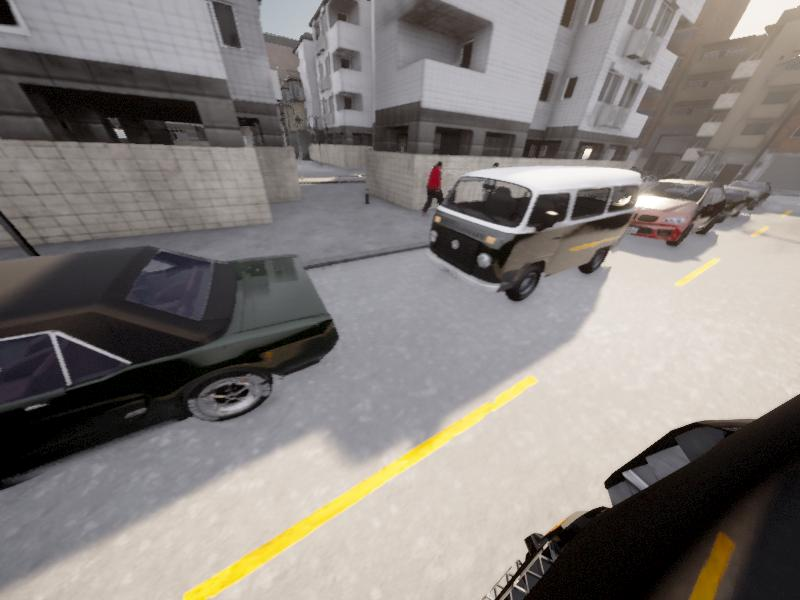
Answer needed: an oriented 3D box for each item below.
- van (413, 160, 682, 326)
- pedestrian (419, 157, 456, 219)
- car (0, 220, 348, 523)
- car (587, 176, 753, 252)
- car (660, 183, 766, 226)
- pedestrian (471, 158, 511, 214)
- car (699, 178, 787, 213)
[{"bbox_3d":[2.785,-1.517,4.644,4.480,2.038,2.069,-16,38,-26],"label":"van"},{"bbox_3d":[1.283,-3.943,8.154,0.751,1.860,0.751,-15,37,-25],"label":"pedestrian"},{"bbox_3d":[-3.075,0.467,1.888,4.718,1.301,1.895,-16,38,-26],"label":"car"},{"bbox_3d":[9.288,-3.218,8.032,4.611,1.667,2.242,-16,38,-26],"label":"car"},{"bbox_3d":[14.995,-4.718,11.062,4.718,1.301,1.895,-16,38,-26],"label":"car"},{"bbox_3d":[3.557,-4.499,9.162,0.751,1.860,0.751,-15,37,-24],"label":"pedestrian"},{"bbox_3d":[21.012,-6.505,14.120,5.357,1.411,2.033,-17,38,-27],"label":"car"}]
